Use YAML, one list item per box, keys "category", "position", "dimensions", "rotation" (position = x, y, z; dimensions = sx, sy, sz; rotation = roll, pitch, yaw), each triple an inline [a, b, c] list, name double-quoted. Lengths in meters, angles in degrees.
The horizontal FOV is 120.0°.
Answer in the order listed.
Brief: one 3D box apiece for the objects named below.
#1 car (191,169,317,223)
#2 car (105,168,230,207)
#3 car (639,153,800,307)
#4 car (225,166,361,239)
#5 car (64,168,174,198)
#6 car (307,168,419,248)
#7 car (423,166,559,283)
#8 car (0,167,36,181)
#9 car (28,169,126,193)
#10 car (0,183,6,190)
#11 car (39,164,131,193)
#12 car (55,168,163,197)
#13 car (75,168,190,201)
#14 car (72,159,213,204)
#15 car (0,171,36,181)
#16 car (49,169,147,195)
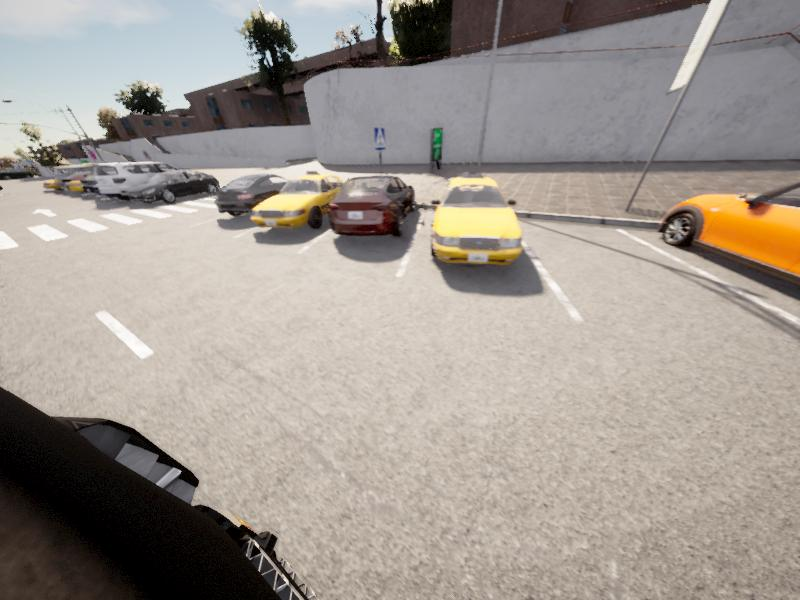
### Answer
- category: "car"
  position: [-5.873, -4.773, 10.225]
  dimensions: [2.002, 1.452, 4.674]
  rotation: [4, 33, 10]
- category: "car"
  position: [-13.610, -7.016, 14.102]
  dimensions: [2.231, 1.521, 4.892]
  rotation: [4, 33, 9]
- category: "car"
  position: [7.036, -1.194, 3.643]
  dimensions: [2.185, 1.767, 4.553]
  rotation: [4, 33, 9]
- category: "car"
  position: [-3.318, -3.972, 8.756]
  dimensions: [1.946, 1.575, 5.366]
  rotation: [4, 33, 9]
- category: "car"
  position: [-21.370, -9.198, 17.994]
  dimensions: [2.231, 1.521, 4.892]
  rotation: [3, 33, 10]
- category: "car"
  position: [-0.702, -3.319, 7.659]
  dimensions: [2.163, 1.488, 4.792]
  rotation: [4, 33, 9]
- category: "car"
  position: [1.850, -2.487, 6.170]
  dimensions: [1.946, 1.575, 5.366]
  rotation: [4, 33, 9]
- category: "car"
  position: [-76.998, -24.990, 45.820]
  dimensions: [1.878, 1.987, 4.442]
  rotation: [3, 33, 10]
- category: "car"
  position: [-31.725, -12.006, 23.058]
  dimensions: [1.946, 1.575, 5.366]
  rotation: [4, 33, 9]
- category: "car"
  position: [-46.500, -13.051, 25.792]
  dimensions: [3.633, 1.501, 1.845]
  rotation: [15, 38, 26]
- category: "car"
  position: [-29.140, -11.505, 21.690]
  dimensions: [1.878, 1.987, 4.442]
  rotation: [4, 33, 9]
- category: "car"
  position: [-23.919, -10.031, 19.453]
  dimensions: [1.946, 1.575, 5.366]
  rotation: [3, 33, 10]
- category: "car"
  position: [-18.779, -8.477, 16.699]
  dimensions: [2.097, 1.535, 5.008]
  rotation: [4, 33, 9]
- category: "car"
  position: [-16.210, -7.973, 15.284]
  dimensions: [2.435, 2.045, 5.566]
  rotation: [4, 33, 10]
- category: "car"
  position: [-79.546, -25.491, 47.398]
  dimensions: [2.002, 1.452, 4.674]
  rotation: [2, 33, 10]
- category: "car"
  position: [-26.528, -10.645, 20.645]
  dimensions: [2.163, 1.488, 4.792]
  rotation: [3, 33, 10]
